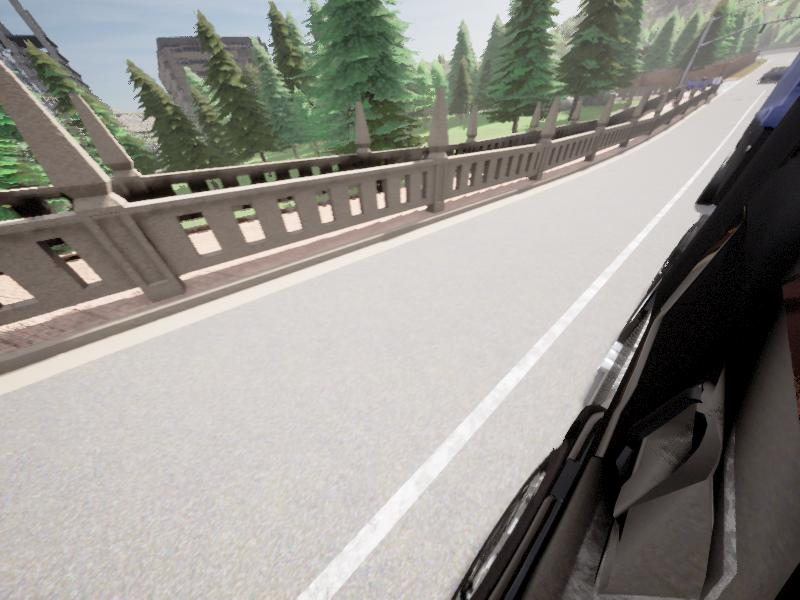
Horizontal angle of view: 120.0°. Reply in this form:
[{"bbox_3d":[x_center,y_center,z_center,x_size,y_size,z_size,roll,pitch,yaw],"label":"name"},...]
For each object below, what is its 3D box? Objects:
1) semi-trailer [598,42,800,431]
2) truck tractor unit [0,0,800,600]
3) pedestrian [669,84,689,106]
[{"bbox_3d":[8.694,-3.603,4.238,14.254,4.402,2.717,-28,44,-30],"label":"semi-trailer"},{"bbox_3d":[2.645,-0.295,0.351,6.516,4.208,3.053,-28,44,-30],"label":"truck tractor unit"},{"bbox_3d":[34.439,-25.291,28.510,0.751,1.860,0.751,-32,46,-24],"label":"pedestrian"}]
